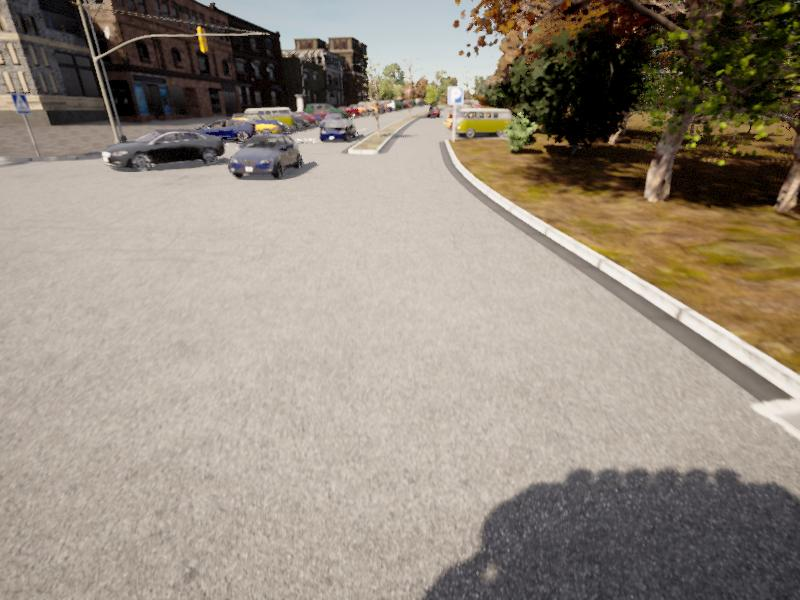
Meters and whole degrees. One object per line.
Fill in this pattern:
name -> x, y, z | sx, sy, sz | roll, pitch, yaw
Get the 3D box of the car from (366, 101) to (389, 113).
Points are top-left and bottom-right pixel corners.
car -> -4.582, -39.223, 81.182 | 4.442, 1.987, 1.878 | -6, 27, -9

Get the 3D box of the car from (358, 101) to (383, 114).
car -> -5.596, -36.524, 75.891 | 4.442, 1.987, 1.878 | -6, 27, -9

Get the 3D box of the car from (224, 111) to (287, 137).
car -> -11.895, -14.670, 33.219 | 4.553, 1.767, 2.185 | -8, 27, -13

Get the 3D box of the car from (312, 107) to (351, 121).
car -> -9.339, -25.468, 54.701 | 5.008, 1.535, 2.097 | -7, 27, -11

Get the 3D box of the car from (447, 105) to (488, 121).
car -> 8.684, -24.148, 51.603 | 4.553, 1.767, 2.185 | -5, 28, -11

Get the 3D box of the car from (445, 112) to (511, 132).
car -> 6.947, -16.031, 35.962 | 5.366, 1.575, 1.946 | -6, 28, -13

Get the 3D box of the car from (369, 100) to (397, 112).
car -> -3.700, -41.920, 86.419 | 5.566, 2.045, 2.435 | -6, 27, -9

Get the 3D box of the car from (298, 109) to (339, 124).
car -> -10.069, -22.708, 49.369 | 4.674, 1.452, 2.002 | -7, 28, -12

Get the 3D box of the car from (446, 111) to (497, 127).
car -> 7.323, -18.651, 41.192 | 4.674, 1.452, 2.002 | -6, 28, -13

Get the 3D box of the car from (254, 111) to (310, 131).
car -> -11.344, -17.291, 38.647 | 4.892, 1.521, 2.231 | -8, 27, -13

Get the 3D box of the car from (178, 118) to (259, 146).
car -> -12.492, -11.822, 27.981 | 4.792, 1.488, 2.163 | -8, 28, -14

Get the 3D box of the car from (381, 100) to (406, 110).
car -> -1.602, -47.314, 96.988 | 5.566, 2.045, 2.435 | -6, 27, -9

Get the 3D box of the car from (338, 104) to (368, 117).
car -> -7.616, -31.011, 65.301 | 4.553, 1.767, 2.185 | -6, 28, -10

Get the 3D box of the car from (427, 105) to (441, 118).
car -> 5.158, -28.574, 60.540 | 1.851, 1.617, 3.988 | 3, 27, 7

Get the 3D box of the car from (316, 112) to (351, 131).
car -> -6.454, -17.608, 39.355 | 2.033, 1.411, 5.357 | 2, 27, 5

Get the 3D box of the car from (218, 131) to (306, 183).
car -> -5.264, -5.815, 15.959 | 1.816, 1.474, 4.193 | 2, 26, 2

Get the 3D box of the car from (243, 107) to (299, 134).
car -> -11.502, -16.146, 35.891 | 4.442, 1.987, 1.878 | -8, 27, -13

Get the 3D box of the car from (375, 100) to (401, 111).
car -> -2.678, -44.611, 91.693 | 5.566, 2.045, 2.435 | -6, 27, -9

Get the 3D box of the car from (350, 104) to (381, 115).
car -> -6.386, -34.940, 73.289 | 5.366, 1.575, 1.946 | -6, 27, -9

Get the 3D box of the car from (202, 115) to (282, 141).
car -> -11.918, -13.225, 30.641 | 5.366, 1.575, 1.946 | -8, 27, -14

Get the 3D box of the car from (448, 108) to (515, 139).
car -> 6.169, -13.514, 30.529 | 4.442, 1.987, 1.878 | -7, 28, -14

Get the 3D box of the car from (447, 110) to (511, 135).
car -> 6.482, -14.777, 33.228 | 4.553, 1.767, 2.185 | -7, 28, -13

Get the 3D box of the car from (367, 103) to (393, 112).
car -> -4.183, -40.355, 83.903 | 5.008, 1.535, 2.097 | -6, 27, -9

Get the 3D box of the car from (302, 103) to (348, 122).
car -> -9.690, -24.337, 51.924 | 5.566, 2.045, 2.435 | -7, 27, -11

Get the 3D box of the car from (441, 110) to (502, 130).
car -> 6.861, -17.329, 38.500 | 5.366, 1.575, 1.946 | -6, 28, -13

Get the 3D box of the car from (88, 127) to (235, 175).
car -> -10.210, -6.674, 17.587 | 2.128, 1.511, 4.902 | 20, 32, 34

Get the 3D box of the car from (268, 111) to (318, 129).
car -> -11.042, -18.620, 41.341 | 4.674, 1.452, 2.002 | -8, 28, -13

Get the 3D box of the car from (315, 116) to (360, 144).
car -> -4.408, -12.363, 28.932 | 2.163, 1.488, 4.792 | 2, 27, 4

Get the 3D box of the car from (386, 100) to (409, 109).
car -> -0.575, -50.007, 102.266 | 5.566, 2.045, 2.435 | -6, 27, -9

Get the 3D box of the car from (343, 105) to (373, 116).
car -> -7.161, -32.253, 68.019 | 4.892, 1.521, 2.231 | -6, 27, -9

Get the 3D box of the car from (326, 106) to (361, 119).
car -> -8.516, -28.184, 60.030 | 5.008, 1.535, 2.097 | -7, 28, -10

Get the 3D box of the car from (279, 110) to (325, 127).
car -> -10.742, -19.985, 44.023 | 4.674, 1.452, 2.002 | -8, 27, -12

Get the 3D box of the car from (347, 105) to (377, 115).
car -> -6.704, -33.609, 70.677 | 5.008, 1.535, 2.097 | -6, 27, -9
